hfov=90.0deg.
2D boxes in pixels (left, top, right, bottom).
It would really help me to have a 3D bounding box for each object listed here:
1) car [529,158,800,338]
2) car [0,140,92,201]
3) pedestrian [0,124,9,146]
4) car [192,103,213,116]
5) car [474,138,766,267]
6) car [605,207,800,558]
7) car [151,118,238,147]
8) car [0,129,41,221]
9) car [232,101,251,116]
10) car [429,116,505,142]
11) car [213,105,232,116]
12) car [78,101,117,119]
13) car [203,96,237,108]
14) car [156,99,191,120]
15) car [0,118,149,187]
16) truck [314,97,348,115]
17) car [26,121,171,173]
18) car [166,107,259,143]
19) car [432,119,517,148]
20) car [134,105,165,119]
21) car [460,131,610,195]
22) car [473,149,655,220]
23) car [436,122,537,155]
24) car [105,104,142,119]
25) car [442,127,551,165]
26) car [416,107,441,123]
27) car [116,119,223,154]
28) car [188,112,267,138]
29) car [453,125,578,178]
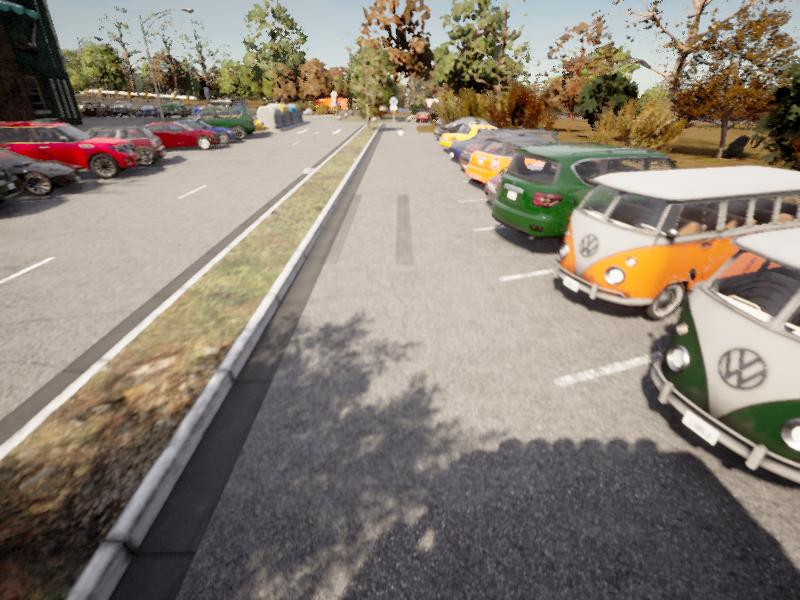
[{"bbox_3d":[4.721,-1.077,6.566,4.442,1.987,1.878,-9,29,-18],"label":"car"},{"bbox_3d":[-13.322,-4.132,12.871,4.792,1.488,2.163,-10,28,-17],"label":"car"},{"bbox_3d":[-23.128,-9.660,22.516,0.751,1.860,0.751,-1,26,-3],"label":"pedestrian"},{"bbox_3d":[-30.287,-29.228,61.447,2.185,1.767,4.553,-8,26,-17],"label":"car"},{"bbox_3d":[4.860,-2.488,9.248,5.566,2.045,2.435,-9,29,-18],"label":"car"},{"bbox_3d":[4.721,0.288,3.920,4.442,1.987,1.878,-9,29,-18],"label":"car"},{"bbox_3d":[-13.287,-11.024,26.250,4.674,1.452,2.002,-10,28,-17],"label":"car"},{"bbox_3d":[-13.331,-3.005,10.072,5.566,2.045,2.435,-10,28,-17],"label":"car"},{"bbox_3d":[-24.268,-29.306,61.370,2.435,2.045,5.566,-8,26,-17],"label":"car"},{"bbox_3d":[4.872,-12.577,29.348,4.892,1.521,2.231,-9,29,-18],"label":"car"},{"bbox_3d":[-27.273,-29.100,61.498,2.231,1.521,4.892,-8,26,-18],"label":"car"},{"bbox_3d":[-34.810,-21.957,46.206,2.185,1.767,4.553,-9,28,-17],"label":"car"},{"bbox_3d":[-30.132,-33.194,67.084,4.514,1.525,2.007,4,26,-1],"label":"car"},{"bbox_3d":[-25.926,-21.988,46.052,2.435,2.045,5.566,-8,28,-17],"label":"car"},{"bbox_3d":[-13.320,-5.761,15.417,5.566,2.045,2.435,-10,28,-17],"label":"car"},{"bbox_3d":[-11.502,-32.485,67.024,5.204,2.467,2.627,2,26,0],"label":"truck"},{"bbox_3d":[-13.301,-7.023,18.138,4.553,1.767,2.185,-10,29,-17],"label":"car"},{"bbox_3d":[-13.297,-12.666,28.779,5.566,2.045,2.435,-10,29,-17],"label":"car"},{"bbox_3d":[4.854,-11.019,26.332,4.892,1.521,2.231,-9,29,-18],"label":"car"},{"bbox_3d":[-28.902,-21.766,46.237,2.002,1.452,4.674,-8,28,-17],"label":"car"},{"bbox_3d":[4.806,-5.098,14.579,4.553,1.767,2.185,-9,29,-18],"label":"car"},{"bbox_3d":[4.834,-3.588,12.014,4.674,1.452,2.002,-9,29,-18],"label":"car"},{"bbox_3d":[5.025,-9.496,23.377,5.366,1.575,1.946,-9,29,-18],"label":"car"},{"bbox_3d":[-31.859,-21.827,46.250,2.231,1.521,4.892,-9,28,-17],"label":"car"},{"bbox_3d":[4.821,-7.877,20.303,4.792,1.488,2.163,-9,29,-18],"label":"car"},{"bbox_3d":[3.497,-22.847,49.434,1.851,1.617,3.988,10,29,20],"label":"car"},{"bbox_3d":[-13.307,-9.670,23.544,5.008,1.535,2.097,-10,28,-17],"label":"car"},{"bbox_3d":[-13.430,-13.821,31.531,5.366,1.575,1.946,-10,29,-17],"label":"car"},{"bbox_3d":[4.872,-6.469,17.237,4.553,1.767,2.185,-9,29,-18],"label":"car"}]
